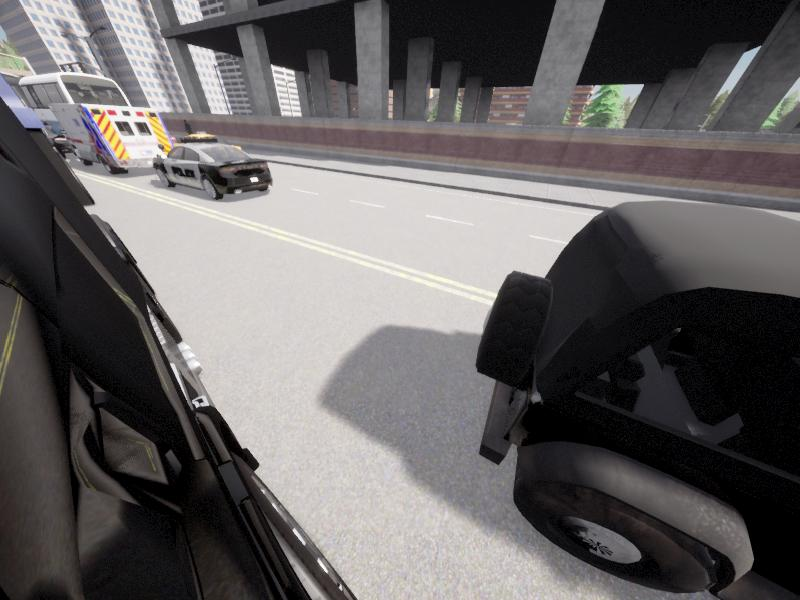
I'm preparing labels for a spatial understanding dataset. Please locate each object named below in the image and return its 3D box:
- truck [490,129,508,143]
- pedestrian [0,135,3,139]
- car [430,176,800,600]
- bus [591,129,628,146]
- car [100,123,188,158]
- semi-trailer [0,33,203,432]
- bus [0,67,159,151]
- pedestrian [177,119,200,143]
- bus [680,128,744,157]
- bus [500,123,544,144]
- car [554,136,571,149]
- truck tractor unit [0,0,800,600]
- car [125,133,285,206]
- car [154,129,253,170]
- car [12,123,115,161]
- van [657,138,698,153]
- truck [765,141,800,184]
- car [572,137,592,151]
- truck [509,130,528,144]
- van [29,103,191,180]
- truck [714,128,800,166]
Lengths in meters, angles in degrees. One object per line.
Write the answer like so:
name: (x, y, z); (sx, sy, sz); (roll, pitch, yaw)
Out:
truck: (23.504, -38.798, 54.714); (2.615, 2.467, 5.204); (20, 40, 21)
pedestrian: (-35.435, -14.836, 19.643); (0.751, 1.860, 0.751); (19, 40, 20)
car: (2.425, 0.737, 1.236); (3.866, 1.878, 1.905); (20, 40, 21)
bus: (69.088, -54.067, 76.719); (3.944, 4.253, 10.273); (9, 37, 8)
car: (-17.606, -11.107, 15.989); (4.611, 1.667, 2.242); (20, 40, 21)
semi-trailer: (-8.777, -3.551, 4.147); (14.254, 4.402, 2.717); (27, 43, 29)
bus: (-25.391, -14.857, 18.352); (10.273, 4.253, 3.944); (20, 40, 21)
pedestrian: (-20.850, -16.690, 22.797); (0.751, 1.860, 0.751); (20, 40, 22)
bus: (62.952, -32.300, 47.211); (3.944, 4.253, 10.273); (23, 41, 25)
bus: (35.115, -48.143, 66.724); (10.273, 4.253, 3.944); (20, 40, 21)
car: (29.368, -28.526, 41.781); (1.905, 1.878, 3.866); (20, 40, 21)
truck tractor unit: (-2.645, -0.295, 0.351); (6.516, 4.208, 3.053); (28, 44, 30)
car: (-7.058, -4.939, 8.434); (5.238, 1.638, 1.930); (20, 40, 21)
car: (-11.396, -8.851, 13.442); (5.366, 1.575, 1.801); (20, 40, 21)
car: (-20.214, -9.585, 13.921); (4.902, 1.511, 2.128); (20, 40, 21)
van: (61.454, -34.357, 51.390); (2.351, 2.431, 6.366); (10, 37, 10)
truck: (30.282, -9.467, 16.083); (2.627, 2.467, 5.204); (20, 40, 21)
car: (31.945, -27.600, 40.706); (1.905, 1.878, 3.866); (20, 40, 21)
truck: (27.281, -37.441, 53.139); (2.615, 2.467, 5.204); (20, 40, 21)
van: (-13.525, -7.570, 10.885); (6.366, 2.431, 2.351); (20, 40, 21)
truck: (48.826, -21.141, 31.744); (2.891, 3.827, 8.468); (20, 40, 21)
